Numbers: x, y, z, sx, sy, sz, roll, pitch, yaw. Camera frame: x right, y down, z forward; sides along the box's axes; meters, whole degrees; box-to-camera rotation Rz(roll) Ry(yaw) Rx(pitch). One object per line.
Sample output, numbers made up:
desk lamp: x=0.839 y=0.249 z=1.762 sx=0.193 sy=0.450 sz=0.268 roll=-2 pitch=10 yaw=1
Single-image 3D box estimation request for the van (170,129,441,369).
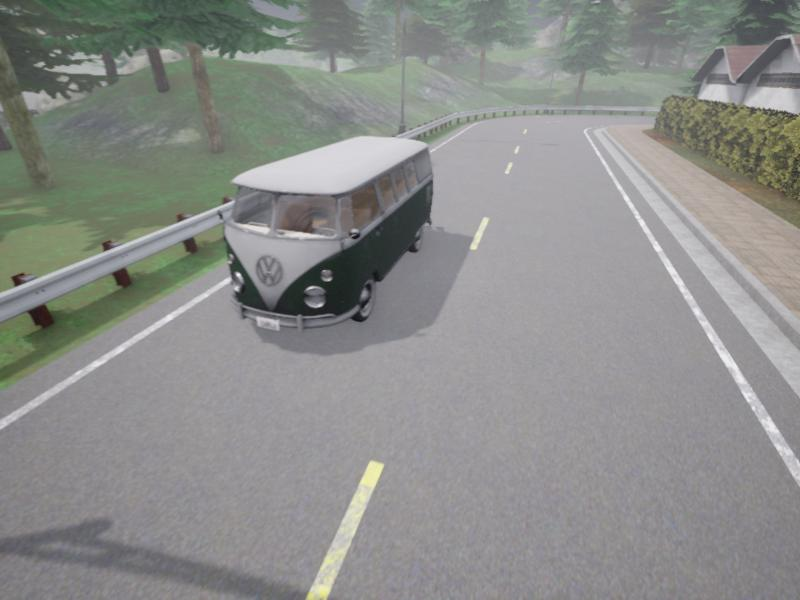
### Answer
van: x=-0.817 y=-1.259 z=6.165 sx=1.775 sy=1.987 sz=4.442 roll=10 pitch=31 yaw=15
